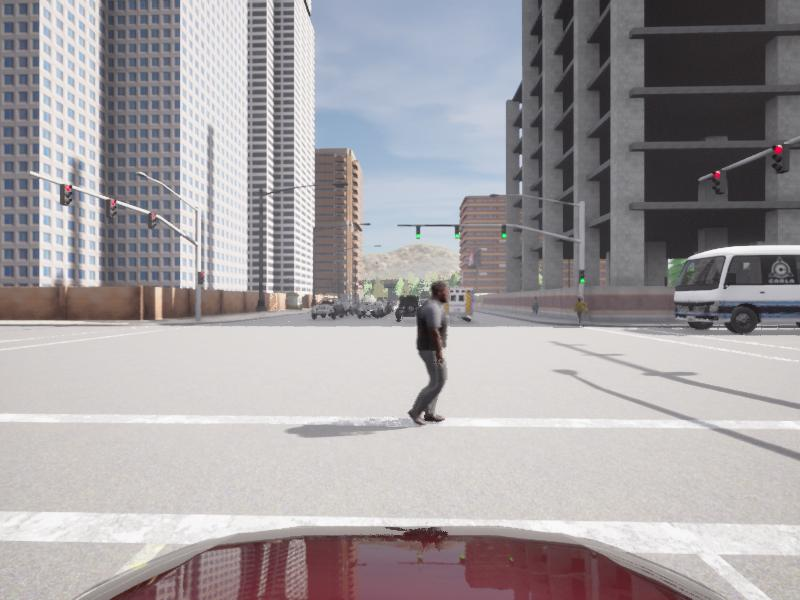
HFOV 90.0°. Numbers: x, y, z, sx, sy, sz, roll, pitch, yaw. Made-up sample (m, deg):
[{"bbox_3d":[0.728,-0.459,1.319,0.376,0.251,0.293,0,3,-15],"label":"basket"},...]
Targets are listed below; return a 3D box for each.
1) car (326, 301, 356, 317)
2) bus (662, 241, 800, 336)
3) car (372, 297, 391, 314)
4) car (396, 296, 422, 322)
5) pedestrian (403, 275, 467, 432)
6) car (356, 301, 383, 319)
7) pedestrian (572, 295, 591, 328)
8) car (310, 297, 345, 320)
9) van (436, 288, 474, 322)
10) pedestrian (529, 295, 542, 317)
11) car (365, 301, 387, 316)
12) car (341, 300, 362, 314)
[{"bbox_3d":[-5.932,0.851,40.655,2.163,1.488,4.792,0,0,2],"label":"car"},{"bbox_3d":[19.463,-0.535,19.828,10.273,4.253,3.944,0,0,2],"label":"bus"},{"bbox_3d":[-2.148,0.646,47.490,1.905,1.878,3.866,0,0,2],"label":"car"},{"bbox_3d":[0.704,0.646,30.793,1.905,1.878,3.866,0,0,2],"label":"car"},{"bbox_3d":[0.419,0.637,5.124,0.751,1.860,0.751,0,0,-1],"label":"pedestrian"},{"bbox_3d":[-2.624,0.853,35.710,1.970,1.475,3.806,0,0,3],"label":"car"},{"bbox_3d":[10.200,0.637,22.528,0.751,1.860,0.751,0,0,45],"label":"pedestrian"},{"bbox_3d":[-6.149,0.652,34.507,1.932,1.855,4.605,0,0,4],"label":"car"},{"bbox_3d":[4.239,0.378,31.772,2.351,2.431,6.366,0,0,2],"label":"van"},{"bbox_3d":[11.757,0.487,34.765,0.751,1.860,0.751,0,0,-12],"label":"pedestrian"},{"bbox_3d":[-2.400,0.870,41.418,1.812,1.442,4.674,0,0,2],"label":"car"},{"bbox_3d":[-5.669,0.788,47.098,1.851,1.617,3.988,0,0,2],"label":"car"}]
